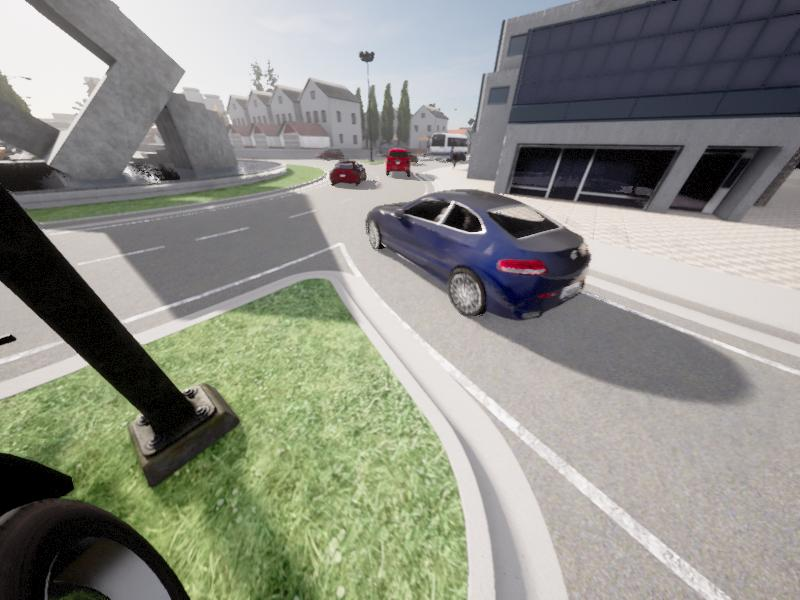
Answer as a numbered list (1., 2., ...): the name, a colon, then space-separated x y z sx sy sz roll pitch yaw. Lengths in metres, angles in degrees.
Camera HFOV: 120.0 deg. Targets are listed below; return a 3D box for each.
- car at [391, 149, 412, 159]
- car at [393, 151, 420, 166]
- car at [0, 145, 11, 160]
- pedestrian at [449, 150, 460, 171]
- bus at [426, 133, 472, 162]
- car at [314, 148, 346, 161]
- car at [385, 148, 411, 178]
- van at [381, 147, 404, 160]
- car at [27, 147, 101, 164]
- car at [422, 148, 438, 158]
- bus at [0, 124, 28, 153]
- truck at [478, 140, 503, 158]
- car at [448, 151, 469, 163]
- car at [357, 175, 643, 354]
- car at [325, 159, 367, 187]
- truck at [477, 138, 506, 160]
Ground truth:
1. car: 0.366 -32.115 50.667 2.242 1.667 4.611 23 40 30
2. car: 1.041 -20.994 34.079 2.242 1.667 4.611 16 37 21
3. car: -52.368 -18.920 29.567 5.008 1.535 1.882 25 40 31
4. pedestrian: 5.723 -14.617 24.212 0.751 1.860 0.751 2 34 1
5. bus: 9.568 -29.300 44.414 3.944 4.253 10.273 23 40 29
6. car: -12.022 -25.155 39.799 4.553 1.767 2.097 -22 40 -31
7. car: -0.139 -13.062 21.862 2.150 2.045 5.566 1 34 0
8. van: -1.373 -27.955 44.120 1.775 1.987 4.442 27 41 33
9. car: -38.598 -16.778 26.753 2.007 1.525 4.514 26 41 32
10. car: 6.897 -33.734 53.095 1.905 1.878 3.866 23 40 29
11. bus: -75.830 -30.626 43.795 10.273 4.253 3.944 24 40 30
12. truck: 23.725 -39.493 60.424 2.891 3.827 8.468 23 40 29
13. car: 10.375 -25.284 40.815 1.851 1.617 3.988 22 39 28
14. car: 1.120 -1.460 4.954 2.152 1.651 5.027 -18 38 -26
15. car: -3.687 -9.236 16.652 1.994 1.385 4.181 1 34 0
16. truck: 20.823 -34.053 52.220 2.891 3.827 8.468 23 39 29
